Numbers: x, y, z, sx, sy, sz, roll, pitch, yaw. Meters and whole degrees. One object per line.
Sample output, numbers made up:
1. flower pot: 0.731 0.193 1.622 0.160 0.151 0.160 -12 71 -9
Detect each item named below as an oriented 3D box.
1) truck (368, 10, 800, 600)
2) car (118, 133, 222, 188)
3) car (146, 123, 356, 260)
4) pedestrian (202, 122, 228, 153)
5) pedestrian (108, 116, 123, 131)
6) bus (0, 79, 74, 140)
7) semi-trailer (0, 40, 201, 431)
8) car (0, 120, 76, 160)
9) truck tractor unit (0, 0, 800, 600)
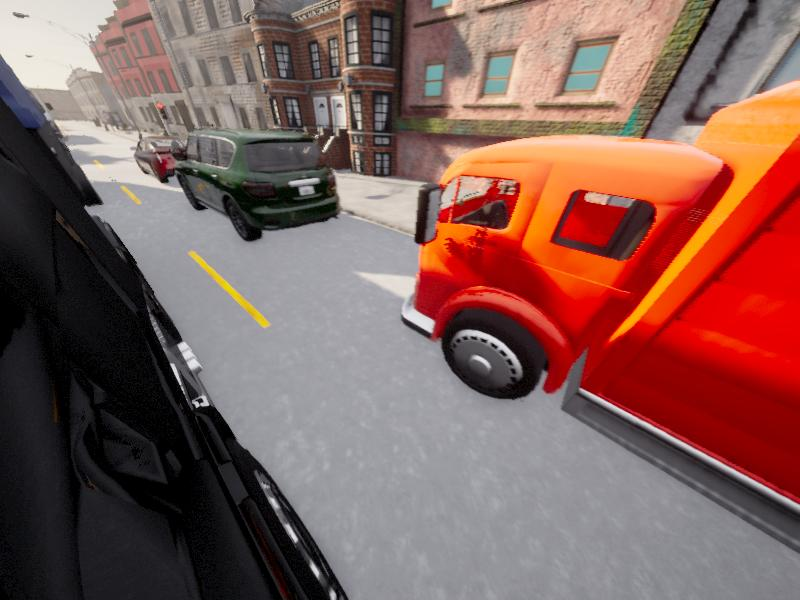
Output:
1. truck: 2.597 0.097 1.637 5.204 2.467 2.627 28 43 30
2. car: -10.224 -6.322 10.242 4.514 1.525 2.007 28 43 30
3. car: -3.925 -3.204 6.015 5.566 2.045 2.150 28 43 30
4. pedestrian: -14.318 -12.607 17.950 0.751 1.860 0.751 20 40 22
5. pedestrian: -45.523 -28.247 36.983 0.751 1.860 0.751 -26 45 -33
6. bus: -37.670 -18.945 23.166 10.273 4.253 3.944 28 44 30
7. semi-trailer: -8.701 -3.595 4.237 14.254 4.402 2.717 28 43 30
8. car: -21.930 -9.600 13.770 4.611 1.667 2.242 27 42 29
9. truck tractor unit: -2.645 -0.295 0.351 6.516 4.208 3.053 28 44 30
